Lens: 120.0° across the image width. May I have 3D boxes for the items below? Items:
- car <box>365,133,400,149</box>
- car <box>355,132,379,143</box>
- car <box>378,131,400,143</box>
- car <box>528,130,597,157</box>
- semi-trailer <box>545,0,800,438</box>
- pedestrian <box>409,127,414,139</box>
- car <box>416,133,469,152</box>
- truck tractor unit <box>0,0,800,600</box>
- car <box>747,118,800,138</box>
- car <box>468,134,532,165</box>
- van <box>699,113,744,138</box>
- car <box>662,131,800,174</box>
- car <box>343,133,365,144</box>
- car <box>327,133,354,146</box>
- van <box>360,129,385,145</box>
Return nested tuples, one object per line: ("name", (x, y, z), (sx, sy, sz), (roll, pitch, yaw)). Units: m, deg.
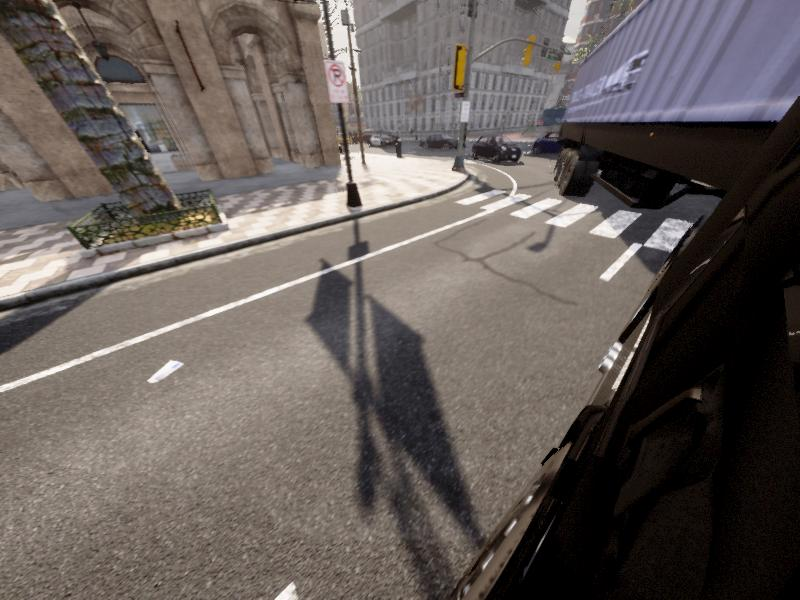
("car", (-2.362, -21.404, 30.979), (2.038, 1.542, 4.974), (-27, 44, -29))
("car", (-6.331, -30.887, 43.792), (1.801, 1.575, 5.366), (-28, 44, -30))
("car", (-1.880, -27.728, 39.352), (1.789, 1.549, 3.705), (-27, 44, -29))
("car", (12.053, -11.745, 17.293), (3.633, 1.501, 1.845), (26, 46, 33))
("semi-trailer", (6.400, -4.556, 5.624), (2.717, 4.402, 14.254), (13, 40, 18))
("pedestrian", (2.287, -32.445, 44.839), (0.751, 1.860, 0.751), (-21, 41, -23))
("car", (4.300, -16.617, 24.339), (2.033, 1.411, 5.357), (-27, 43, -29))
("truck tractor unit", (2.645, -0.295, 0.351), (6.516, 4.208, 3.053), (-28, 44, -30))
("car", (37.759, -17.487, 23.487), (4.792, 1.488, 2.163), (-30, 45, -32))
("car", (6.499, -10.183, 15.537), (1.845, 1.501, 3.633), (-12, 38, -14))
("van", (35.300, -19.178, 25.414), (4.480, 2.038, 2.069), (-30, 45, -31))
("car", (15.965, -7.259, 11.230), (1.994, 1.385, 4.181), (2, 37, 6))
("car", (-8.231, -28.872, 41.308), (1.816, 1.474, 4.193), (-28, 44, -30))
("car", (-9.918, -26.780, 38.532), (1.801, 1.575, 5.366), (-28, 44, -29))
("van", (-4.457, -26.399, 37.372), (1.775, 1.987, 4.442), (-27, 44, -29))
